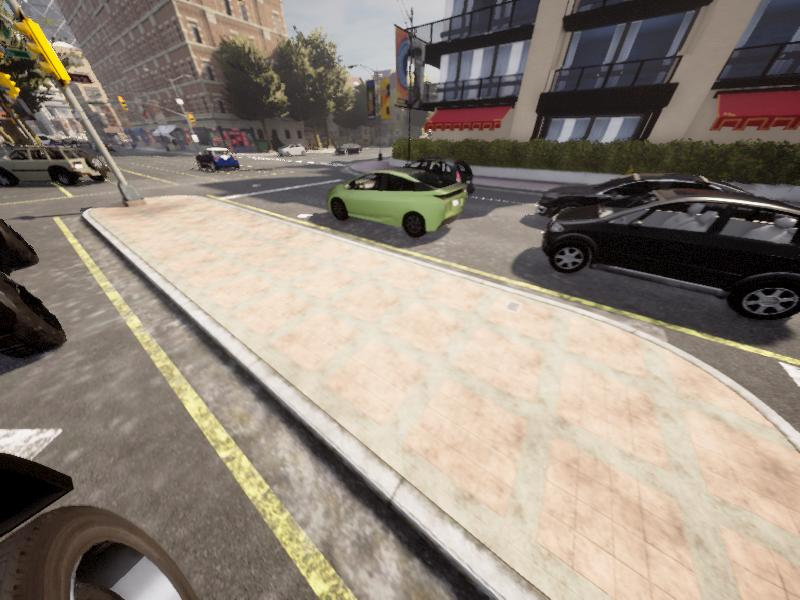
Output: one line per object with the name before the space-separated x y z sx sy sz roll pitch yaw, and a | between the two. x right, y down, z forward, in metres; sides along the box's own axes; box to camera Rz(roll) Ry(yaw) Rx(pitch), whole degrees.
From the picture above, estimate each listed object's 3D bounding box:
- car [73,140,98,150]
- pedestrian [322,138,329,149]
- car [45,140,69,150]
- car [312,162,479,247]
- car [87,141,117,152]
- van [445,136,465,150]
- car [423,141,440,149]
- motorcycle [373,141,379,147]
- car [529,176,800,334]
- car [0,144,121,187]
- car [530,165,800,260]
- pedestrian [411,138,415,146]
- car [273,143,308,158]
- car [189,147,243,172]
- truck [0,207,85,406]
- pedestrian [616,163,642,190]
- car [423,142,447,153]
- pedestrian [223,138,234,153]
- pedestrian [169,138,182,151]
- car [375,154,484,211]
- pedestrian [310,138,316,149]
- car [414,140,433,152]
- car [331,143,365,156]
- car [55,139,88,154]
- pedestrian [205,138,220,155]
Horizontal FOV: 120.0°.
car | -63.932 -31.512 46.950 4.902 1.511 2.128 22 41 28
pedestrian | -15.501 -32.652 48.250 0.751 1.860 0.751 -28 44 -34
car | -67.450 -30.499 45.449 4.193 1.474 1.816 22 41 28
car | -0.265 -3.191 7.121 4.514 1.525 2.007 22 41 28
car | -51.304 -26.413 39.724 4.974 1.542 2.038 22 41 28
van | 12.992 -37.123 54.516 1.988 2.561 5.915 22 41 28
car | 8.190 -39.778 59.211 2.128 1.511 4.902 22 41 28
motorcycle | -6.416 -41.817 61.914 0.764 1.277 2.356 -5 34 10
car | 4.800 -1.143 4.226 3.705 1.549 1.789 22 41 28
car | -19.259 -7.354 12.591 4.605 1.855 1.932 -3 35 -6
car | 6.780 -2.773 6.607 4.892 1.490 1.837 22 41 28
pedestrian | 3.614 -44.761 65.585 0.751 1.860 0.751 24 42 30
car | -14.980 -20.621 31.762 1.845 1.501 3.633 22 41 28
car | -15.263 -11.731 19.182 3.806 1.475 1.970 22 41 28
truck | -6.967 -0.512 2.803 6.274 2.098 2.390 22 40 28
pedestrian | 11.184 -6.042 11.316 0.500 1.100 0.500 23 41 29
car | 6.450 -27.743 42.049 2.128 1.511 4.902 22 41 28
pedestrian | -25.770 -23.215 34.775 0.751 1.860 0.751 -19 39 -25
pedestrian | -39.426 -27.354 40.554 0.751 1.860 0.751 21 40 27
car | 1.108 -5.129 9.813 3.988 1.617 1.851 22 41 28
pedestrian | -19.024 -34.210 50.437 0.751 1.860 0.751 -20 40 -26
car | 4.593 -29.897 44.766 1.905 1.878 3.866 22 41 28
car | -7.774 -23.028 35.276 2.163 1.488 4.792 22 41 28
car | -51.945 -24.357 36.494 4.605 1.855 1.932 22 41 28
pedestrian | -25.881 -21.202 31.915 0.751 1.860 0.751 13 37 17
